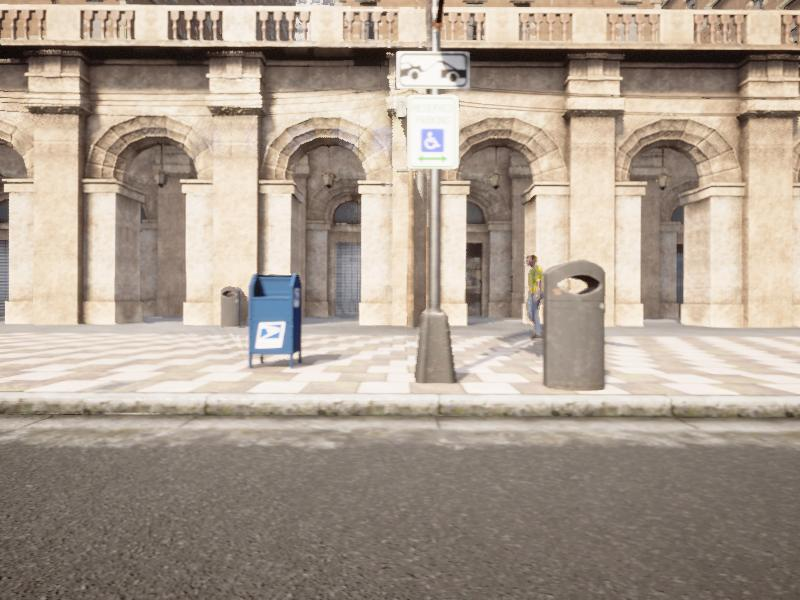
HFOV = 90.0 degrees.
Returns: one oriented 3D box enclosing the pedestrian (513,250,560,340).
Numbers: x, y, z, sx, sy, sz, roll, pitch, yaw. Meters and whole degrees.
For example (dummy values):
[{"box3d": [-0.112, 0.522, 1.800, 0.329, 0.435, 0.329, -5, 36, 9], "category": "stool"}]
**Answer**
[{"box3d": [2.917, -0.102, 8.604, 0.751, 1.860, 0.751, 0, 0, 1], "category": "pedestrian"}]
